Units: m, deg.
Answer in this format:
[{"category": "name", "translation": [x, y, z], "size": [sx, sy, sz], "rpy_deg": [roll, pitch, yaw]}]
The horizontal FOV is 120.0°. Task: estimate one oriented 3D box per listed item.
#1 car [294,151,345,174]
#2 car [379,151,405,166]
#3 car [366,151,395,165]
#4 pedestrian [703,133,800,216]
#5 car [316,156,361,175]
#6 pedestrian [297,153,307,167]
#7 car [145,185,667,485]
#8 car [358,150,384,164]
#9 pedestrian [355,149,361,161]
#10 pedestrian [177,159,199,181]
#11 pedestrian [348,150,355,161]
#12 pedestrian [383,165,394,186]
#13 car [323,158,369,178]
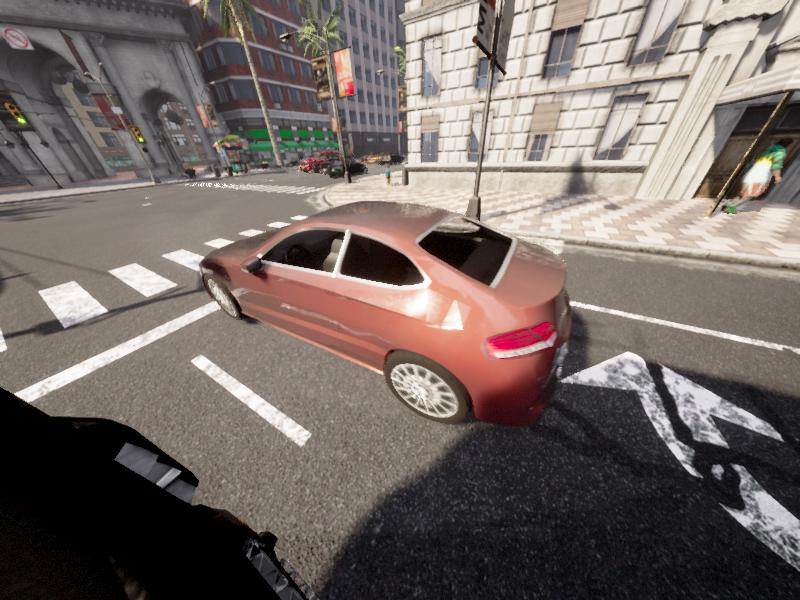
[{"category": "car", "translation": [-9.534, -16.652, 27.895], "size": [2.150, 2.045, 5.566], "rpy_deg": [16, 38, 26]}, {"category": "car", "translation": [-1.100, -20.851, 33.962], "size": [1.851, 1.617, 3.988], "rpy_deg": [17, 39, 27]}, {"category": "car", "translation": [-3.004, -22.714, 36.933], "size": [1.801, 1.575, 5.366], "rpy_deg": [16, 38, 27]}, {"category": "pedestrian", "translation": [9.504, -3.293, 6.171], "size": [0.751, 1.860, 0.751], "rpy_deg": [5, 34, 12]}, {"category": "car", "translation": [-6.780, -15.222, 26.028], "size": [1.837, 1.490, 4.892], "rpy_deg": [16, 39, 26]}, {"category": "pedestrian", "translation": [-15.718, -22.533, 37.065], "size": [0.751, 1.860, 0.751], "rpy_deg": [3, 34, 8]}, {"category": "car", "translation": [-0.617, -0.431, 3.168], "size": [5.027, 1.651, 2.152], "rpy_deg": [16, 38, 26]}, {"category": "car", "translation": [-4.909, -24.765, 39.973], "size": [2.097, 1.767, 4.553], "rpy_deg": [16, 38, 27]}, {"category": "pedestrian", "translation": [-8.247, -28.735, 45.827], "size": [0.751, 1.860, 0.751], "rpy_deg": [-17, 36, -20]}, {"category": "pedestrian", "translation": [-21.600, -13.245, 23.557], "size": [0.751, 1.860, 0.751], "rpy_deg": [17, 39, 27]}, {"category": "pedestrian", "translation": [-9.875, -29.371, 46.910], "size": [0.751, 1.860, 0.751], "rpy_deg": [24, 42, 34]}, {"category": "pedestrian", "translation": [-0.701, -7.681, 14.245], "size": [0.500, 1.100, 0.500], "rpy_deg": [3, 34, 9]}, {"category": "car", "translation": [-5.130, -12.963, 22.612], "size": [1.994, 1.385, 4.181], "rpy_deg": [16, 38, 26]}]
